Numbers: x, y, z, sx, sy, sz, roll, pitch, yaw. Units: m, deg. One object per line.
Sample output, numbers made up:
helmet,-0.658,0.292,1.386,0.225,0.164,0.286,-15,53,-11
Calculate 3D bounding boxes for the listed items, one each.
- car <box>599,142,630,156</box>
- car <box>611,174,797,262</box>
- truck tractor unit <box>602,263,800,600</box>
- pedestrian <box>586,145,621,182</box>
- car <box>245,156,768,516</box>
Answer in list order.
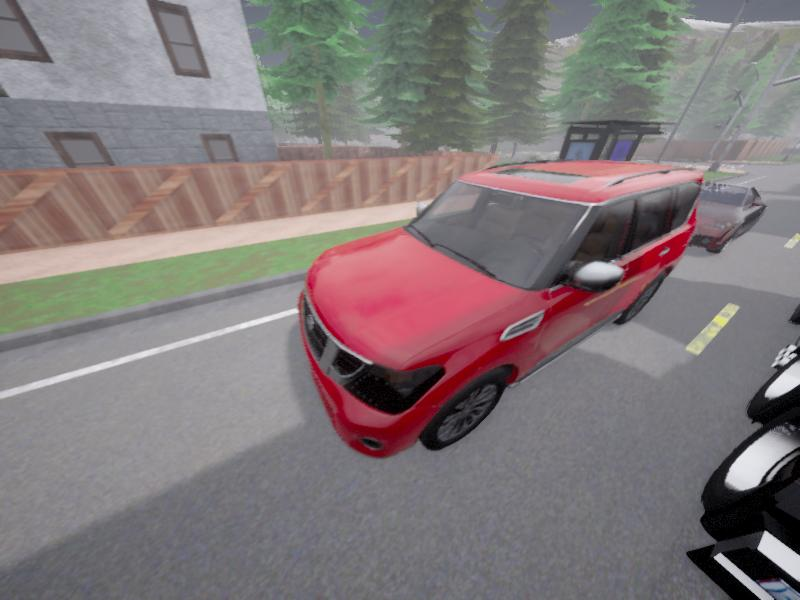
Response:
car,37.621,-26.559,40.562,4.605,1.855,1.932,-19,39,-25
car,8.485,-2.542,6.524,4.181,1.385,1.994,-18,39,-24
truck tractor unit,5.107,-0.306,0.785,6.516,4.208,3.053,-18,39,-24
pedestrian,12.456,-8.350,14.162,0.751,1.860,0.751,-20,40,-27
car,1.562,-0.564,3.030,5.566,2.045,2.150,-18,39,-24
